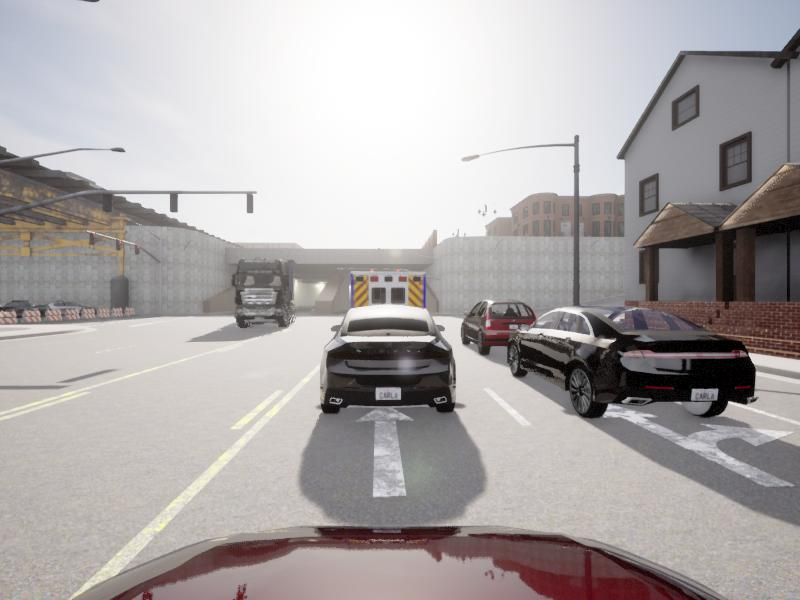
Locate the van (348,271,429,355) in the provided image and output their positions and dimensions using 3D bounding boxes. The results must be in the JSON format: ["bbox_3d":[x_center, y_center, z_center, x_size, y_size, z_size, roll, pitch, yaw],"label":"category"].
[{"bbox_3d":[-0.436,0.378,14.773,2.351,2.431,6.366,0,0,-2],"label":"van"}]

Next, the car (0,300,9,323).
[{"bbox_3d":[-28.966,0.796,26.003,2.038,1.542,4.974,0,0,42],"label":"car"}]

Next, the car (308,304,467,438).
[{"bbox_3d":[-0.209,0.844,7.073,1.837,1.490,4.892,0,0,-2],"label":"car"}]

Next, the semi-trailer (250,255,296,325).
[{"bbox_3d":[-9.781,-0.621,32.061,2.717,4.402,14.254,0,0,-14],"label":"semi-trailer"}]

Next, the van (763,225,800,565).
[{"bbox_3d":[3.492,0.572,0.423,2.069,2.038,4.480,0,0,-2],"label":"van"}]

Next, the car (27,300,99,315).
[{"bbox_3d":[-30.092,0.638,35.903,1.853,1.218,4.536,0,0,27],"label":"car"}]

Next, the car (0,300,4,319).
[{"bbox_3d":[-29.000,0.638,25.964,1.853,1.218,4.536,0,0,42],"label":"car"}]

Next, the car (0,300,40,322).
[{"bbox_3d":[-29.116,0.796,30.609,2.038,1.542,4.974,0,0,-38],"label":"car"}]

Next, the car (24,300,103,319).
[{"bbox_3d":[-30.069,0.796,35.949,2.038,1.542,4.974,0,0,27],"label":"car"}]

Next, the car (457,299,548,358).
[{"bbox_3d":[3.116,0.788,13.044,1.851,1.617,3.988,0,0,-2],"label":"car"}]

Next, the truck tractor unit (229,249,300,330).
[{"bbox_3d":[-7.974,-0.526,24.360,3.053,4.208,6.516,0,0,-9],"label":"truck tractor unit"}]

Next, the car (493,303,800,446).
[{"bbox_3d":[3.293,0.836,6.852,2.128,1.511,4.902,0,0,-2],"label":"car"}]
